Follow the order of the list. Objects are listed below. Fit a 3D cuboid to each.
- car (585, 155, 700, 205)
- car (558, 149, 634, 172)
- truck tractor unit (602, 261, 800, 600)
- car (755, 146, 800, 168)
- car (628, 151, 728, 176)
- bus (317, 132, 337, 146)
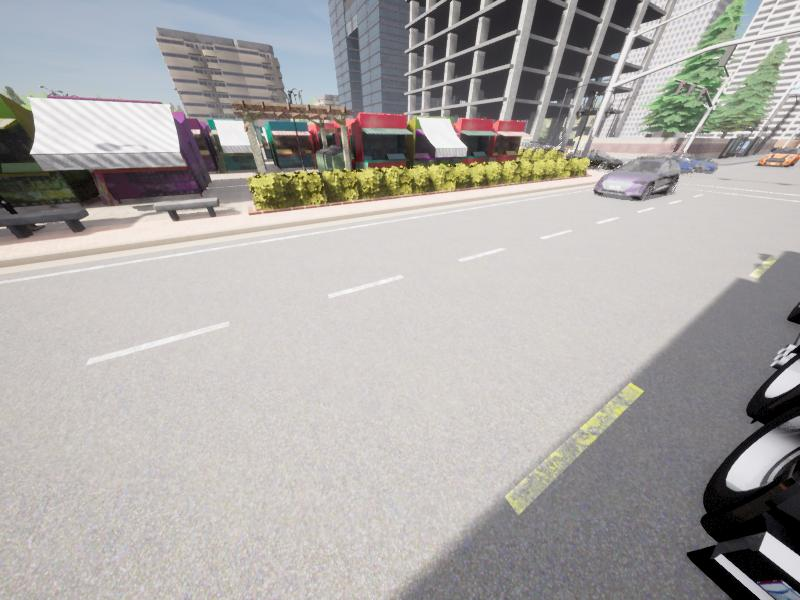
[{"bbox_3d":[11.817,-6.014,11.292,4.856,1.649,2.033,-18,39,-24],"label":"car"},{"bbox_3d":[18.020,-13.112,21.562,2.163,1.488,4.792,-15,38,-21],"label":"car"},{"bbox_3d":[5.104,-0.308,0.788,6.516,4.208,3.053,-19,39,-24],"label":"truck tractor unit"},{"bbox_3d":[41.594,-15.599,25.130,4.553,1.767,2.097,-18,39,-24],"label":"car"},{"bbox_3d":[24.017,-12.081,20.248,2.033,1.411,5.357,-27,44,-33],"label":"car"},{"bbox_3d":[-26.939,-59.225,84.998,3.944,4.253,10.273,-18,39,-25],"label":"bus"}]
